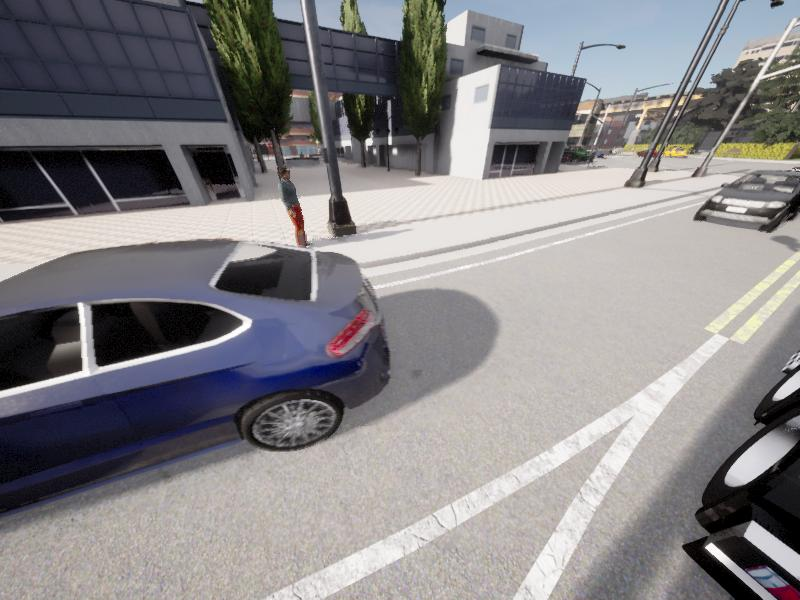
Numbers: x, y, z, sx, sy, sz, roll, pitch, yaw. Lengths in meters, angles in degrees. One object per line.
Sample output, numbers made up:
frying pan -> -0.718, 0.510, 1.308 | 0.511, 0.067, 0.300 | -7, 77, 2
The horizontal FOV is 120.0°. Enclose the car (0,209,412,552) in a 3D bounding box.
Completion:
car -> -2.639, 0.438, 2.170 | 5.027, 1.651, 2.152 | -10, 35, -14

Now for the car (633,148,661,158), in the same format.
car -> 46.511, -27.806, 43.638 | 1.970, 1.475, 3.806 | 10, 35, 16

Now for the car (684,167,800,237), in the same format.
car -> 11.996, -3.419, 7.702 | 3.705, 1.549, 1.789 | -16, 37, -22

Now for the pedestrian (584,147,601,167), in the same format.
pedestrian -> 21.126, -15.717, 25.375 | 0.751, 1.860, 0.751 | 28, 43, 36

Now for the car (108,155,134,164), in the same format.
car -> -61.685, -31.217, 51.133 | 2.038, 1.542, 4.974 | -17, 37, -23

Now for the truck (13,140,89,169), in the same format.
truck -> -58.292, -24.654, 39.114 | 2.891, 3.827, 8.468 | -17, 37, -23

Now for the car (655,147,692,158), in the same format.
car -> 50.033, -27.098, 42.400 | 1.801, 1.575, 5.366 | 9, 35, 14

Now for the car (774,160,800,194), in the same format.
car -> 23.107, -6.766, 12.535 | 4.892, 1.490, 1.837 | -17, 37, -23

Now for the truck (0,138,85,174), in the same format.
truck -> -50.004, -20.360, 32.485 | 2.891, 3.827, 8.468 | -17, 37, -23

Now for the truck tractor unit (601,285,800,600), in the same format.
truck tractor unit -> 5.122, -0.291, 0.750 | 6.516, 4.208, 3.053 | -17, 37, -22

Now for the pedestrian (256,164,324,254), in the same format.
pedestrian -> -2.511, -2.150, 5.525 | 0.751, 1.860, 0.751 | 6, 34, 10
